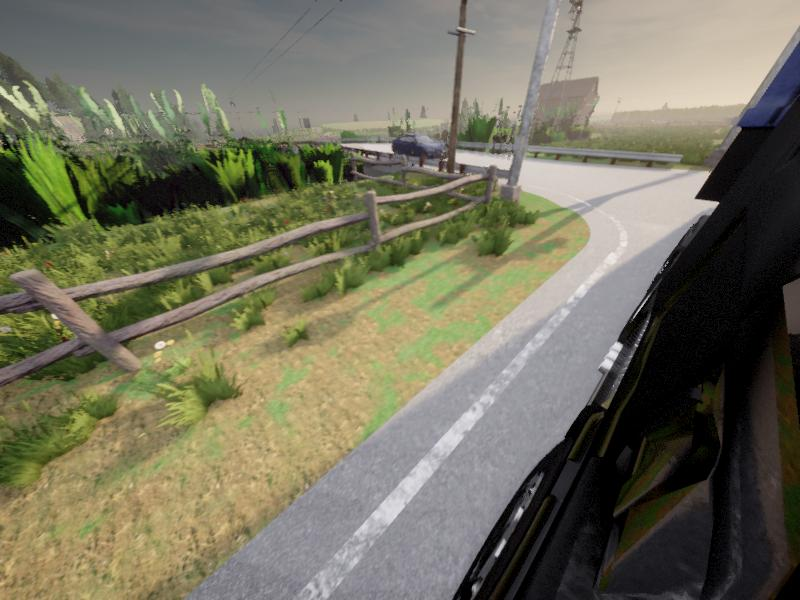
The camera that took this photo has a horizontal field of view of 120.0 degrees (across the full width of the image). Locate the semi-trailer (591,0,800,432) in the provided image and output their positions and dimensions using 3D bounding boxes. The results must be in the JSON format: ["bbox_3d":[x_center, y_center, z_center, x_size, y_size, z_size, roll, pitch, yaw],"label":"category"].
[{"bbox_3d":[9.101,-3.274,3.819,14.254,4.402,2.717,-23,41,-25],"label":"semi-trailer"}]

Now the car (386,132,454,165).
[{"bbox_3d":[1.197,-10.471,15.784,1.812,1.442,4.674,-27,46,-29],"label":"car"}]

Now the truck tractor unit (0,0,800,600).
[{"bbox_3d":[2.645,-0.295,0.351,6.516,4.208,3.053,-28,44,-30],"label":"truck tractor unit"}]
